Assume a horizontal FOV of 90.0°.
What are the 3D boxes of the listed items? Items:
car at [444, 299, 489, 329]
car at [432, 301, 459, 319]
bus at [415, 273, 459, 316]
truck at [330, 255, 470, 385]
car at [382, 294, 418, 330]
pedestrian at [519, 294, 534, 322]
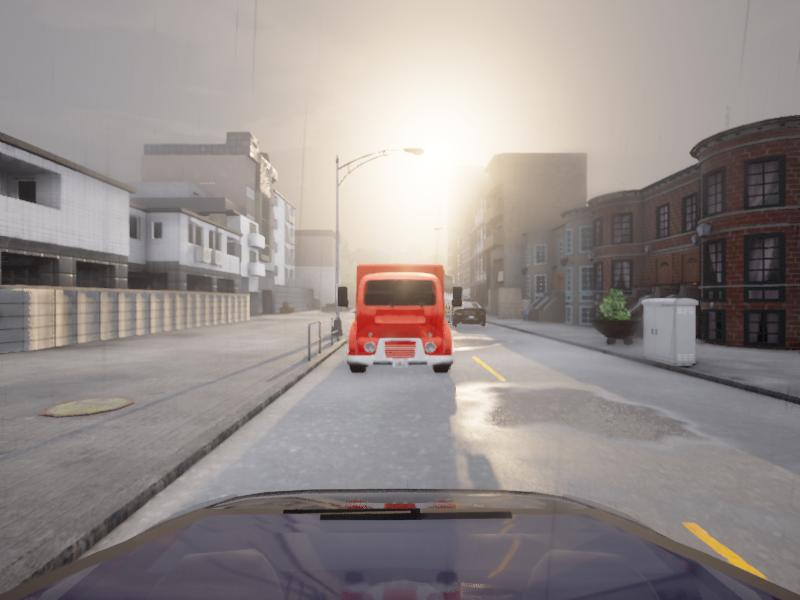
[{"bbox_3d":[4.002,0.767,24.944,1.930,1.638,5.238,0,0,0],"label":"car"},{"bbox_3d":[4.002,0.818,35.814,1.882,1.535,5.008,0,0,0],"label":"car"},{"bbox_3d":[3.884,-0.540,45.085,3.944,4.253,10.273,0,0,0],"label":"bus"},{"bbox_3d":[0.001,0.345,10.167,2.627,2.467,5.204,0,1,0],"label":"truck"},{"bbox_3d":[0.001,0.642,23.194,1.905,1.878,3.866,0,0,0],"label":"car"},{"bbox_3d":[8.375,0.529,26.455,0.751,1.860,0.751,0,0,-1],"label":"pedestrian"}]
